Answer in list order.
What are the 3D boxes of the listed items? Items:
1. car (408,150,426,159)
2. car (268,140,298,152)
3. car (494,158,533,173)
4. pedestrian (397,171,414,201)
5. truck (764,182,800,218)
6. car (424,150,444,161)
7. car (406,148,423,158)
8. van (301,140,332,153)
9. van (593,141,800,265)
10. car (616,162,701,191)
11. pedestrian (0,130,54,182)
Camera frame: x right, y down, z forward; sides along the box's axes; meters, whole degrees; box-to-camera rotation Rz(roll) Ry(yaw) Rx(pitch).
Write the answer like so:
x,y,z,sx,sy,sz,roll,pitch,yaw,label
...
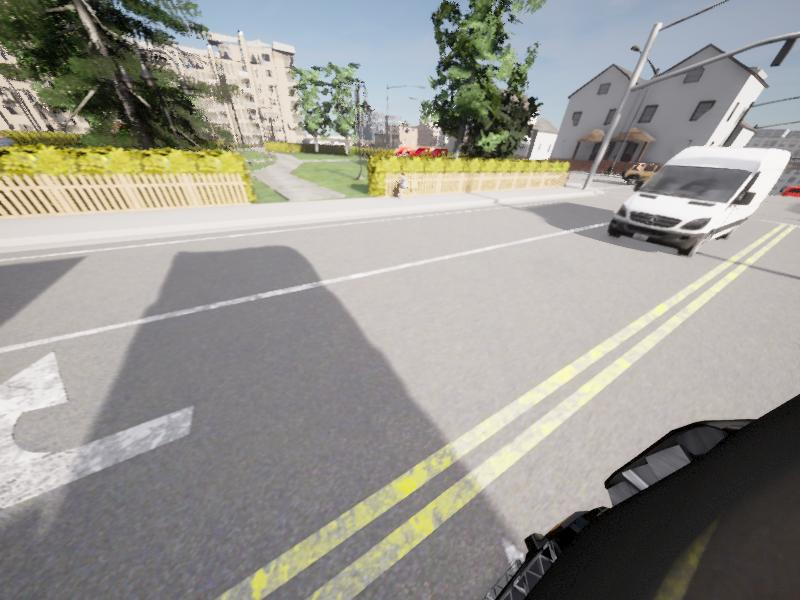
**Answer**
x,y,z,sx,sy,sz,roll,pitch,yaw,label
3.806,-33.362,52.919,1.812,1.442,4.674,-16,38,-25,car
-26.560,-34.956,52.419,5.566,2.045,2.150,-15,38,-25,car
14.975,-17.972,30.791,1.994,1.385,4.181,-15,38,-25,car
0.205,-4.945,10.056,0.500,1.100,0.500,-15,38,-24,pedestrian
44.538,-11.274,26.128,5.204,2.467,2.627,-3,31,-33,truck
7.031,-30.141,48.195,1.851,1.617,3.988,-15,38,-25,car
4.297,-45.069,70.728,4.605,1.855,1.932,-9,35,-29,car
-19.930,-36.887,55.480,6.366,2.431,2.351,-15,38,-25,van
9.188,-3.169,7.107,5.915,2.561,1.988,-15,38,-25,van
23.111,-11.265,20.912,1.932,1.855,4.605,-27,43,-36,car
-16.520,-6.193,9.954,0.751,1.860,0.751,3,34,0,pedestrian
